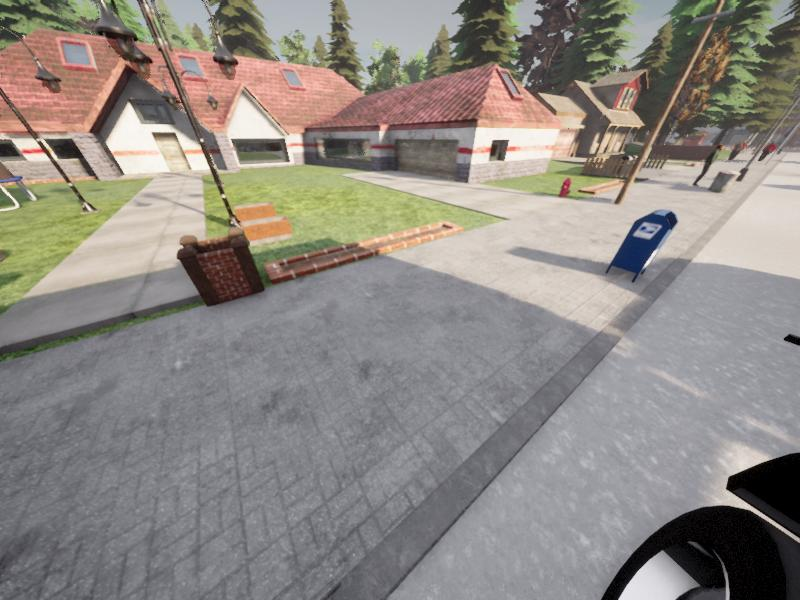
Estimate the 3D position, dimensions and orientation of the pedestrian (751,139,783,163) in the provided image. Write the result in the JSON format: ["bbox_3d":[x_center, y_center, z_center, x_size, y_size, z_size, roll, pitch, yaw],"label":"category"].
[{"bbox_3d":[35.168,-14.258,22.143,0.751,1.860,0.751,-18,39,-24],"label":"pedestrian"}]

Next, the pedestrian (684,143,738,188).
[{"bbox_3d":[15.524,-6.770,11.610,0.751,1.860,0.751,26,43,32],"label":"pedestrian"}]

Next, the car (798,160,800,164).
[{"bbox_3d":[41.449,-14.277,22.708,4.193,1.474,1.816,-22,41,-28],"label":"car"}]

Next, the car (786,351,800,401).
[{"bbox_3d":[6.602,0.098,2.242,4.605,1.855,1.932,-17,38,-25],"label":"car"}]

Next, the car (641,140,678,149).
[{"bbox_3d":[58.508,-35.216,52.155,2.152,1.651,5.027,-22,41,-28],"label":"car"}]

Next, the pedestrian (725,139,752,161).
[{"bbox_3d":[35.759,-15.872,24.425,0.751,1.860,0.751,-22,41,-28],"label":"pedestrian"}]

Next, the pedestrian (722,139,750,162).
[{"bbox_3d":[33.845,-15.081,23.312,0.751,1.860,0.751,-23,41,-28],"label":"pedestrian"}]
